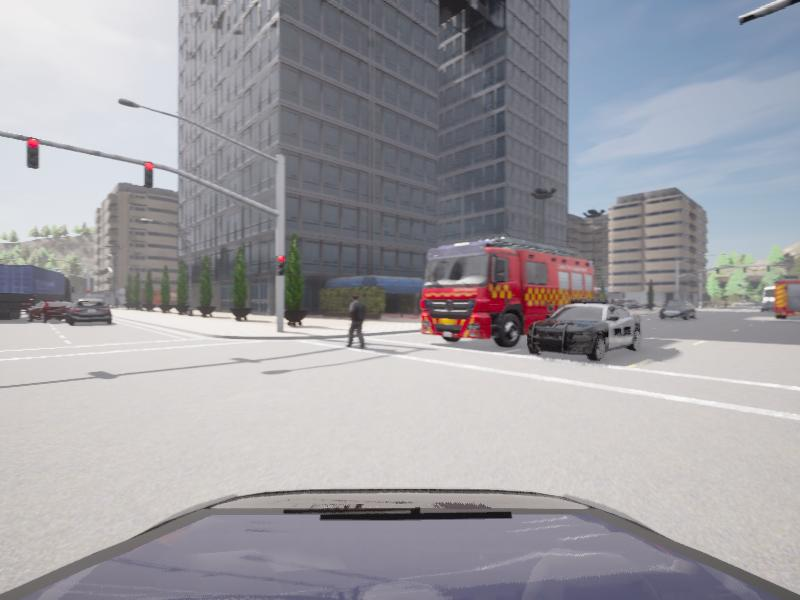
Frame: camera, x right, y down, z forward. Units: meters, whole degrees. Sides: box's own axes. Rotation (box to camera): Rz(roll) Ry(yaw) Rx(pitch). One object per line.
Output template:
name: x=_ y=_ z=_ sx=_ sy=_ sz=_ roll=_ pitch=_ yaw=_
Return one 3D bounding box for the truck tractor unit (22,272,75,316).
truck tractor unit: x=-36.032 y=-0.591 z=41.265 sx=3.053 sy=4.208 sz=6.516 roll=0 pitch=0 yaw=-32

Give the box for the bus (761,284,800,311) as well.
bus: x=65.950 y=-0.355 z=67.950 sx=3.944 sy=4.253 sz=10.273 roll=0 pitch=0 yaw=24

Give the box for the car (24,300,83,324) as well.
car: x=-24.627 y=0.770 z=28.385 sx=5.008 sy=1.535 sz=1.882 roll=0 pitch=0 yaw=34

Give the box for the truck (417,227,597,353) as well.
truck: x=4.716 y=-0.304 z=16.127 sx=8.468 sy=3.827 sz=2.891 roll=0 pitch=0 yaw=-42

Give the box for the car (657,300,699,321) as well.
car: x=23.778 y=0.847 z=34.151 sx=4.856 sy=1.649 sz=2.033 roll=0 pitch=0 yaw=-43

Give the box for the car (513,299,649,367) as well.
car: x=5.659 y=0.789 z=12.099 sx=5.238 sy=1.638 sz=1.930 roll=0 pitch=0 yaw=-44

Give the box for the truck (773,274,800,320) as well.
truck: x=36.027 y=-0.220 z=36.122 sx=8.468 sy=3.827 sz=2.891 roll=0 pitch=0 yaw=-44

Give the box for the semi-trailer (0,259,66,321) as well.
semi-trailer: x=-31.763 y=-0.684 z=34.602 sx=2.717 sy=4.402 sz=14.254 roll=0 pitch=0 yaw=-33

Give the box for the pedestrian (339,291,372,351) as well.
pedestrian: x=-1.435 y=0.638 z=12.909 sx=0.751 sy=1.860 sz=0.751 roll=0 pitch=0 yaw=-43

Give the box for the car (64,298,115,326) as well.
car: x=-20.427 y=0.722 z=26.217 sx=2.242 sy=1.667 sz=4.611 roll=1 pitch=0 yaw=-43
